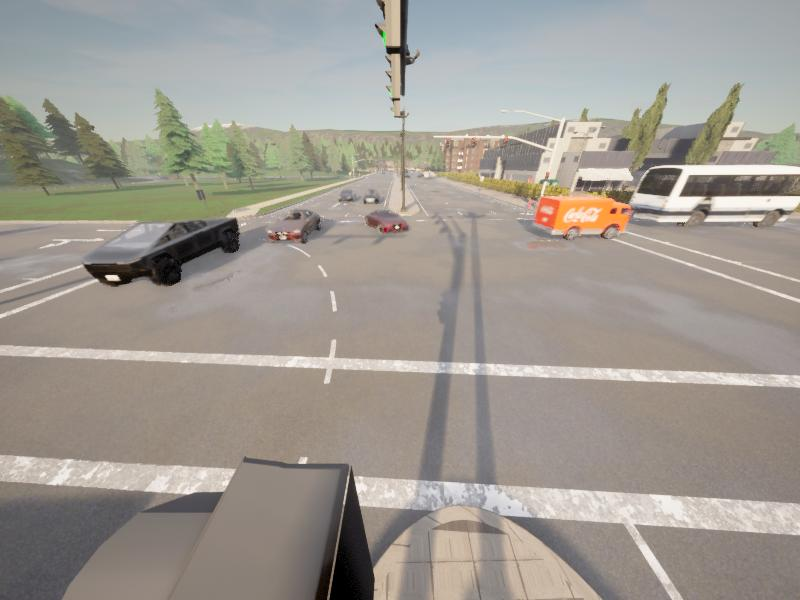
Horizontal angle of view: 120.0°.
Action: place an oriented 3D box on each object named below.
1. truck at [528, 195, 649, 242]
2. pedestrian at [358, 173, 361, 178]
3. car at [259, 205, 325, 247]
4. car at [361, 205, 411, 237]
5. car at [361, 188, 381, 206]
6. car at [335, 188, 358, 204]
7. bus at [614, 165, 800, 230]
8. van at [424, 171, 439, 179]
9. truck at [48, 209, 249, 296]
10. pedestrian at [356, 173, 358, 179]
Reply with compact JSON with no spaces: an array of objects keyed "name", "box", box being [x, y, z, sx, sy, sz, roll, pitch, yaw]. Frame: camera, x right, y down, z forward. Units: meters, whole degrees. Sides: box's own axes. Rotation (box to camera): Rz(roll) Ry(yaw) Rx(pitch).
[{"name":"truck","box":[12.065,-5.473,15.315,5.204,2.467,2.627,-1,30,-2]},{"name":"pedestrian","box":[-16.428,-50.686,93.883,0.751,1.860,0.751,2,30,3]},{"name":"car","box":[-6.922,-5.150,15.603,2.152,1.651,5.027,0,30,-1]},{"name":"car","box":[-1.181,-6.055,17.425,1.994,1.385,4.181,-16,34,-26]},{"name":"car","box":[-3.690,-13.622,30.271,2.033,1.649,4.856,0,30,-1]},{"name":"car","box":[-7.215,-14.317,31.574,2.038,1.542,4.974,0,30,-1]},{"name":"bus","box":[24.596,-8.183,18.233,10.273,4.253,3.944,0,30,0]},{"name":"van","box":[12.814,-51.440,94.966,6.366,2.431,2.351,-25,38,-36]},{"name":"truck","box":[-10.337,-2.644,10.786,2.390,2.098,6.274,0,30,-1]},{"name":"pedestrian","box":[-16.570,-47.991,89.215,0.751,1.860,0.751,1,30,2]}]
